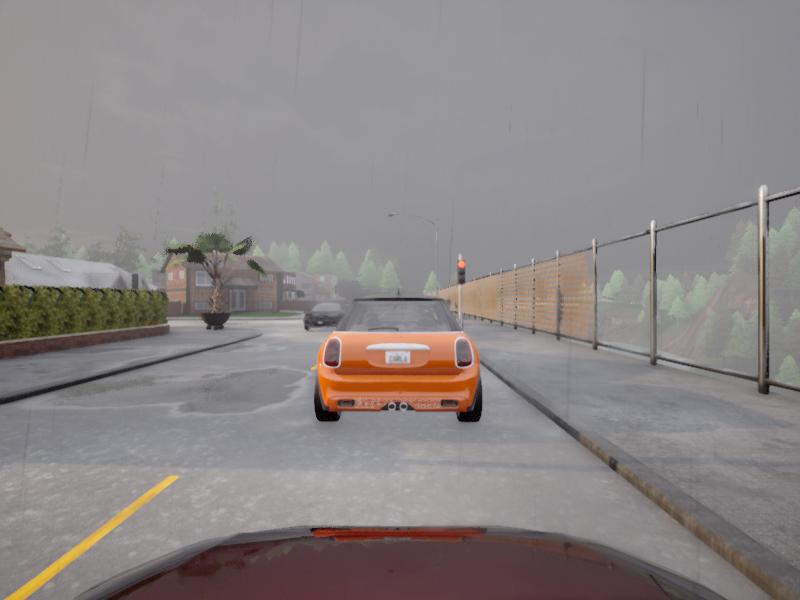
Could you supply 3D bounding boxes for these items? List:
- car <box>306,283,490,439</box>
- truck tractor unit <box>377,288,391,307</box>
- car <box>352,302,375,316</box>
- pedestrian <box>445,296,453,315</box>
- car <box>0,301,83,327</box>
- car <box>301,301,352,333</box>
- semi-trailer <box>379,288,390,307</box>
[{"bbox_3d":[-0.001,0.694,6.836,2.097,1.767,4.553,0,0,1],"label":"car"},{"bbox_3d":[-3.699,-0.529,94.468,3.053,4.208,6.516,0,0,-1],"label":"truck tractor unit"},{"bbox_3d":[-3.802,0.905,42.058,1.994,1.385,4.181,0,0,0],"label":"car"},{"bbox_3d":[4.924,0.530,40.437,0.751,1.860,0.751,0,0,0],"label":"pedestrian"},{"bbox_3d":[-22.932,0.821,24.855,5.008,1.535,1.882,0,0,1],"label":"car"},{"bbox_3d":[-3.891,0.821,22.019,1.882,1.535,5.008,0,0,0],"label":"car"},{"bbox_3d":[-3.860,-0.624,102.377,2.717,4.402,14.254,0,0,-1],"label":"semi-trailer"}]
